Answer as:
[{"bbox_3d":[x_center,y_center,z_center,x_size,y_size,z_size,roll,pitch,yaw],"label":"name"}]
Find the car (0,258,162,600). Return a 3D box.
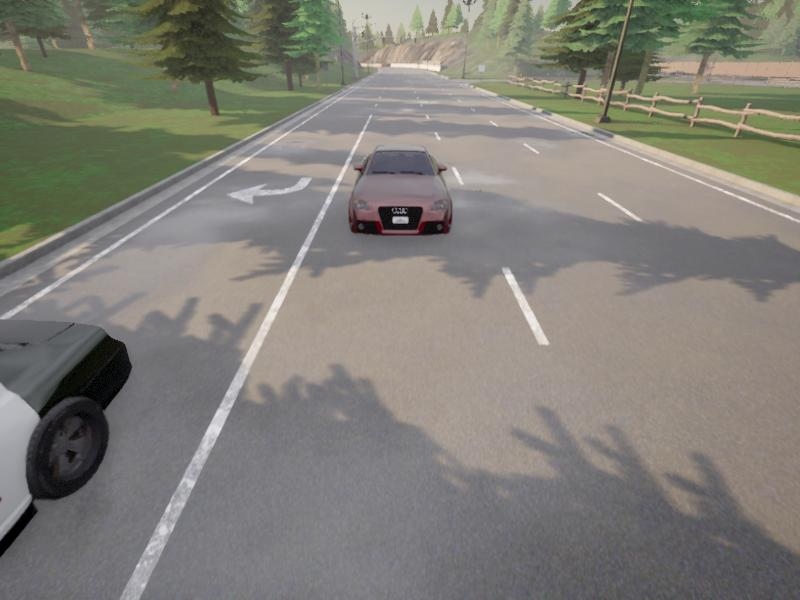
[{"bbox_3d":[-3.470,1.581,1.597,2.038,1.542,4.974,0,31,0],"label":"car"}]

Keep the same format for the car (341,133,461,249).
[{"bbox_3d":[0.005,-2.612,8.806,1.994,1.385,4.181,0,31,0],"label":"car"}]
